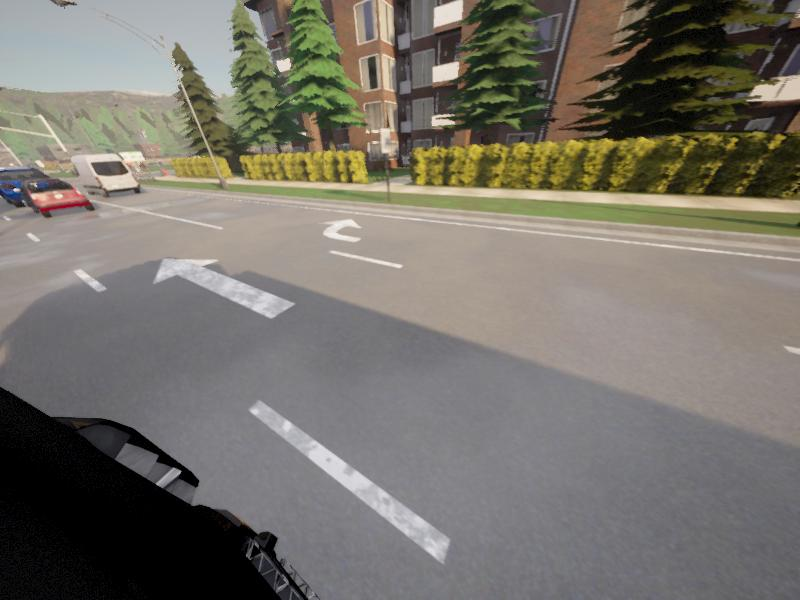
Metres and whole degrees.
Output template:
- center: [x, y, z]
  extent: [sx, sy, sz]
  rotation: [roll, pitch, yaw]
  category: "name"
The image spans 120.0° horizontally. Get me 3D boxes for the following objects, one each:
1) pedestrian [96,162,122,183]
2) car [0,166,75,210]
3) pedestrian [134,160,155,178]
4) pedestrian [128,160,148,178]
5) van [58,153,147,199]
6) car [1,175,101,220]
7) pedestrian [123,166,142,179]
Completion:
- center: [-30.874, -13.566, 24.524]
  extent: [0.751, 1.860, 0.751]
  rotation: [13, 37, 22]
  category: "pedestrian"
- center: [-24.090, -7.347, 14.897]
  extent: [5.566, 2.045, 2.150]
  rotation: [16, 38, 26]
  category: "car"
- center: [-31.224, -16.022, 28.246]
  extent: [0.751, 1.860, 0.751]
  rotation: [17, 38, 27]
  category: "pedestrian"
- center: [-32.784, -16.388, 28.913]
  extent: [0.751, 1.860, 0.751]
  rotation: [-22, 38, -26]
  category: "pedestrian"
- center: [-21.891, -9.173, 17.010]
  extent: [5.915, 2.561, 1.988]
  rotation: [16, 38, 26]
  category: "van"
- center: [-17.924, -5.386, 11.888]
  extent: [3.988, 1.617, 1.851]
  rotation: [16, 38, 26]
  category: "car"
- center: [-33.346, -15.942, 28.794]
  extent: [0.751, 1.300, 0.751]
  rotation: [-8, 34, -8]
  category: "pedestrian"
